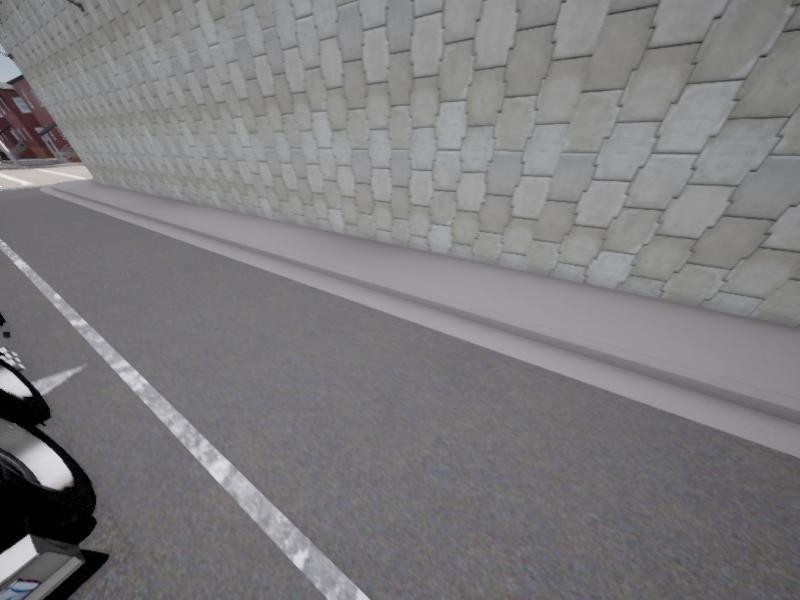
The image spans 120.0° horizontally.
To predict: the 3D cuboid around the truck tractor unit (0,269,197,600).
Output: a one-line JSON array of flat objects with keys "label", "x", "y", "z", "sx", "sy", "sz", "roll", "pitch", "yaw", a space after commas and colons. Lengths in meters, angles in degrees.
[{"label": "truck tractor unit", "x": -5.119, "y": -0.292, "z": 0.772, "sx": 6.516, "sy": 4.208, "sz": 3.053, "roll": 18, "pitch": 39, "yaw": 24}]
